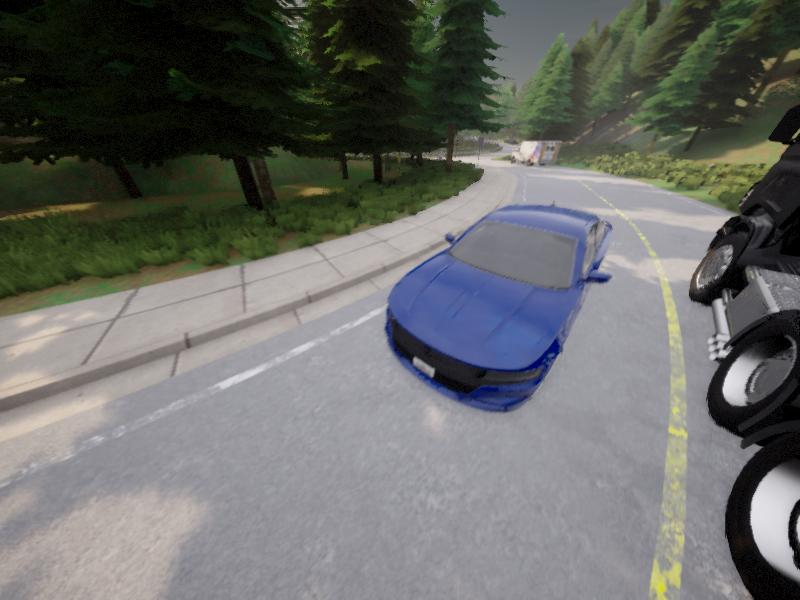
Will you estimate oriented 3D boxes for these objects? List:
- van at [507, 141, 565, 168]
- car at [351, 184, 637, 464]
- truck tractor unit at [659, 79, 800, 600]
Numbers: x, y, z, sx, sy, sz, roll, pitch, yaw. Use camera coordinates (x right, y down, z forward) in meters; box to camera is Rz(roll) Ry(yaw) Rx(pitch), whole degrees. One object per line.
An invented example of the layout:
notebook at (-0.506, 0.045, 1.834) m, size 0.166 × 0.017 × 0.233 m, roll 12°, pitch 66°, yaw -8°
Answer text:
van at (15.848, -17.529, 27.627) m, size 2.351 × 2.431 × 6.366 m, roll -5°, pitch 35°, yaw -7°
car at (1.921, -0.606, 3.628) m, size 1.882 × 1.535 × 5.008 m, roll 27°, pitch 43°, yaw 34°
truck tractor unit at (4.769, -0.548, 1.146) m, size 3.053 × 4.208 × 6.516 m, roll 28°, pitch 44°, yaw 35°
